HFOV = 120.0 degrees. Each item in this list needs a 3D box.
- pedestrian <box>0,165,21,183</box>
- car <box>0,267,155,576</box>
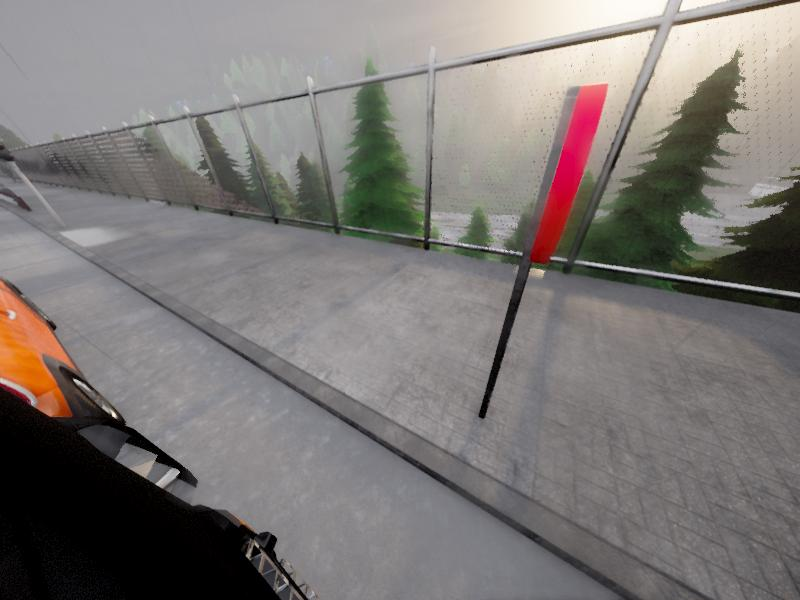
[{"bbox_3d":[-48.363,-15.623,28.548,0.751,1.860,0.751,17,38,26],"label":"pedestrian"},{"bbox_3d":[-4.634,0.550,1.743,4.553,1.767,2.097,16,38,26],"label":"car"}]
